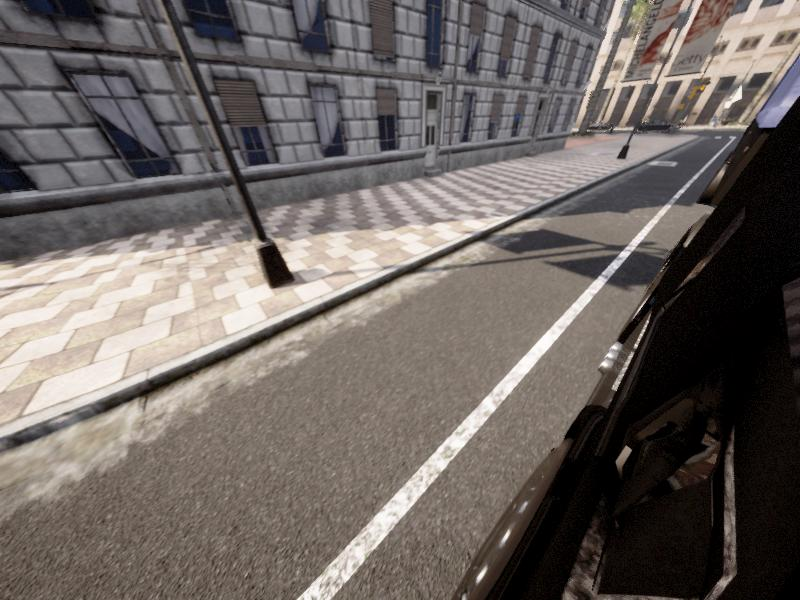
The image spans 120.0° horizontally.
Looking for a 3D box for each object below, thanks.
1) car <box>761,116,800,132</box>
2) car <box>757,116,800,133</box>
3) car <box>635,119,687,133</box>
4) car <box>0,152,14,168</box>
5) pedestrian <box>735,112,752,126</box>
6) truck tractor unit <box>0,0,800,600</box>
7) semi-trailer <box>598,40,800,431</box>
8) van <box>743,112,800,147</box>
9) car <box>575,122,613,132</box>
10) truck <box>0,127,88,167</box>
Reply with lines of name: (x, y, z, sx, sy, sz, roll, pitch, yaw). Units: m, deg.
car: (47.735, -21.481, 28.130, 1.970, 1.475, 3.806, -28, 44, -29)
car: (44.787, -20.264, 26.645, 1.845, 1.501, 3.633, -28, 43, -29)
car: (40.119, -26.793, 35.659, 2.128, 1.511, 4.902, -28, 44, -30)
car: (-50.254, -16.058, 26.854, 1.801, 1.575, 5.366, 27, 46, 33)
pedestrian: (56.989, -30.013, 38.328, 0.751, 1.860, 0.751, -30, 45, -32)
truck tractor unit: (2.645, -0.295, 0.351, 6.516, 4.208, 3.053, -28, 44, -30)
semi-trailer: (8.699, -3.602, 4.230, 14.254, 4.402, 2.717, -28, 44, -30)
van: (28.899, -13.276, 17.920, 4.442, 1.987, 1.775, -28, 44, -30)
car: (38.437, -34.322, 45.905, 2.033, 1.411, 5.357, -32, 46, -33)
truck: (-49.617, -20.481, 30.843, 8.468, 3.827, 2.891, -27, 43, -29)
